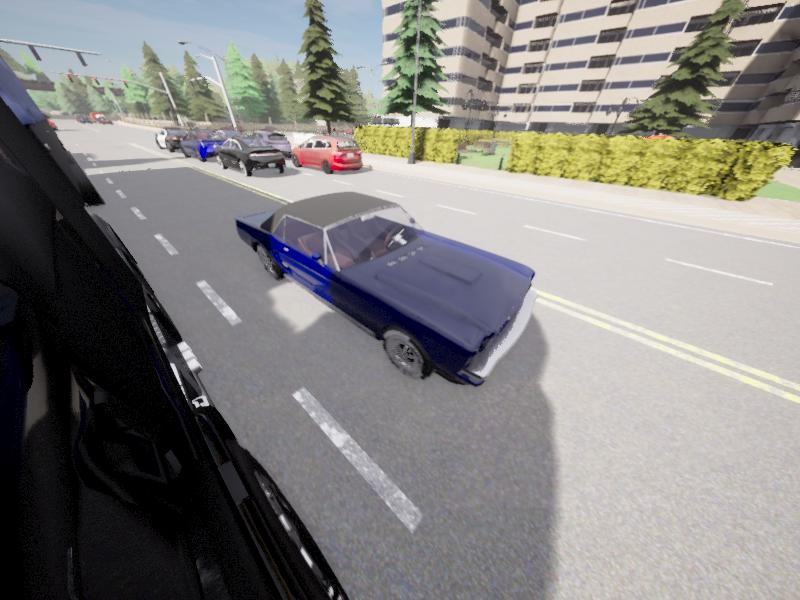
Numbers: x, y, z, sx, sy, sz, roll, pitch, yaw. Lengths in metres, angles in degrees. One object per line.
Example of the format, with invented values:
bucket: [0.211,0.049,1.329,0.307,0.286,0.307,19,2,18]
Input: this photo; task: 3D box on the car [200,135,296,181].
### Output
car: [-7.783,-7.419,11.815,4.902,1.511,2.128,28,44,30]

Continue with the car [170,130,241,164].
car: [-12.651,-10.016,15.000,4.514,1.525,2.007,28,44,30]

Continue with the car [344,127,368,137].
car: [-9.929,-38.103,52.362,2.152,1.651,5.027,28,44,30]

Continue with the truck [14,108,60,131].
truck: [-52.978,-26.367,33.841,5.204,2.467,2.627,28,44,30]

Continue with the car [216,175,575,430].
car: [-0.541,-0.721,3.473,4.718,1.301,1.895,28,44,30]

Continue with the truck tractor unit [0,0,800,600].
truck tractor unit: [-2.645,-0.295,0.351,6.516,4.208,3.053,28,44,30]

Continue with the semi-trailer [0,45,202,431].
semi-trailer: [-8.705,-3.584,4.244,14.254,4.402,2.717,28,44,30]

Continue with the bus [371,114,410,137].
bus: [-2.261,-44.503,59.073,3.944,4.253,10.273,28,44,30]

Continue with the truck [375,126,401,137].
truck: [-2.771,-40.007,54.864,2.390,2.098,6.274,29,45,31]

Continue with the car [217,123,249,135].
car: [-30.030,-30.850,41.703,1.851,1.617,3.988,30,45,32]

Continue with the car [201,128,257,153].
car: [-14.917,-13.980,20.143,4.974,1.542,2.038,28,44,30]

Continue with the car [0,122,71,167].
car: [-20.339,-8.648,12.691,5.238,1.638,1.930,28,44,30]

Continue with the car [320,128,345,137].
car: [-13.632,-33.763,46.616,4.181,1.385,1.994,-27,46,-33]

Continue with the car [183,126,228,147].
car: [-19.641,-16.542,23.306,4.514,1.525,2.007,29,45,31]

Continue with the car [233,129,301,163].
car: [-9.601,-11.188,16.629,4.856,1.649,2.033,28,44,30]

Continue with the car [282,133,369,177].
car: [-4.224,-8.345,13.095,4.611,1.667,2.242,28,44,30]

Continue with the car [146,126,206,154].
car: [-17.986,-12.859,18.496,4.974,1.542,2.038,28,44,30]

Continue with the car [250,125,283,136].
car: [-24.523,-31.255,42.660,1.812,1.442,4.674,28,44,30]
